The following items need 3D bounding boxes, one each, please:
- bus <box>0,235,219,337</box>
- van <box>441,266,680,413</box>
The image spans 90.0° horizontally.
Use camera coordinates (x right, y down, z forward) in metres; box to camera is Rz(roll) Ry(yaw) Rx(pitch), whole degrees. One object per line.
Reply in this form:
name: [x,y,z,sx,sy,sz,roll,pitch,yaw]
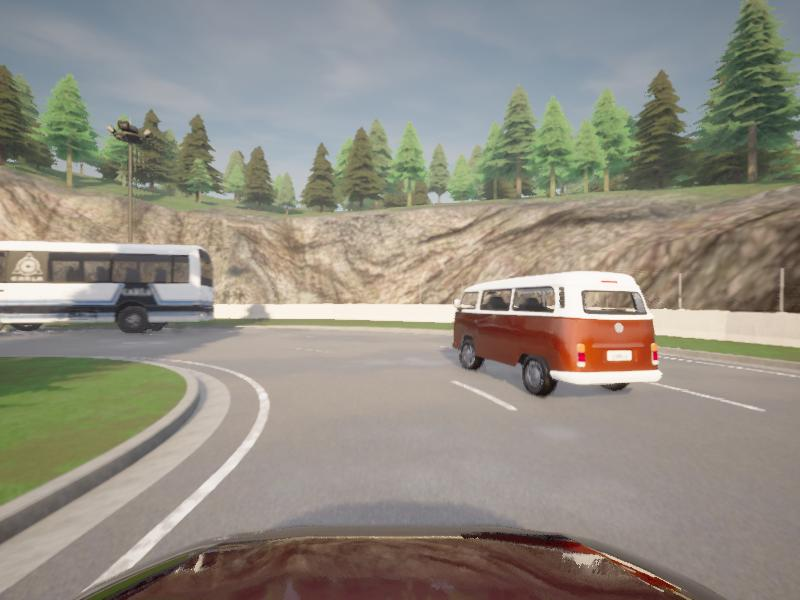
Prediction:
bus: [-14.606,-0.541,19.063,10.273,4.253,3.944,0,-1,-13]
van: [2.647,0.568,7.985,2.069,2.038,4.480,1,0,-16]
